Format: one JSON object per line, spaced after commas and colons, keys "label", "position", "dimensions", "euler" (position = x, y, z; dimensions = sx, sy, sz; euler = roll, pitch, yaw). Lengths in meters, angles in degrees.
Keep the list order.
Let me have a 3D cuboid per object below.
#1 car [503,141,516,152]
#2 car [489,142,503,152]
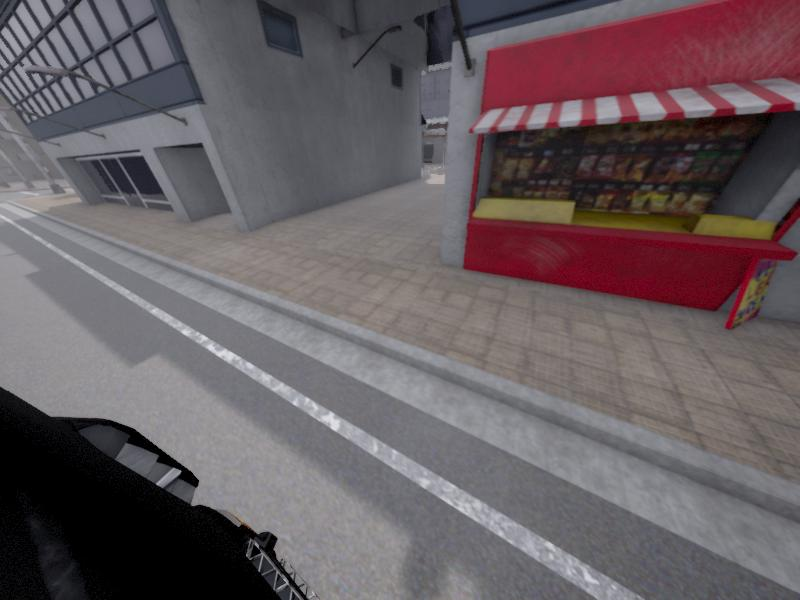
{"label": "car", "position": [25.471, -35.645, 53.625], "dimensions": [1.905, 1.878, 3.866], "euler": [14, 37, 24]}
{"label": "car", "position": [22.718, -36.079, 54.544], "dimensions": [1.932, 1.855, 4.605], "euler": [14, 37, 24]}
